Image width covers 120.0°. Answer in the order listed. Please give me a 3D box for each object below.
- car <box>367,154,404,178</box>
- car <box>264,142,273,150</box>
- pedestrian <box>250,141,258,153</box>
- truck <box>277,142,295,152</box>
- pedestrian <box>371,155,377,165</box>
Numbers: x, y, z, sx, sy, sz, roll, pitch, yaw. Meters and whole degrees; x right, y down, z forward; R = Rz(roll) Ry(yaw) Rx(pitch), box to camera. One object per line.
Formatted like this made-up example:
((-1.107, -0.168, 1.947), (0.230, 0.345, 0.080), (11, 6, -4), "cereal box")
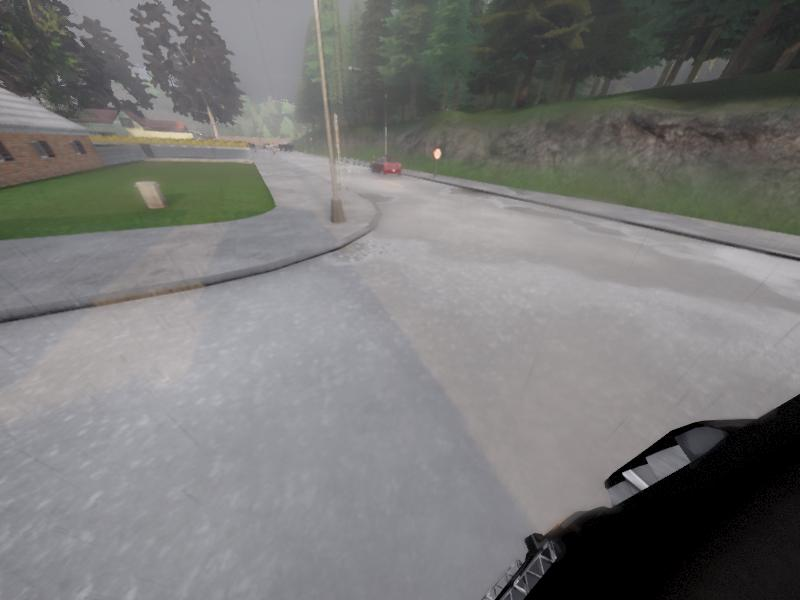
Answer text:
((-1.387, -12.094, 20.784), (1.845, 1.501, 3.633), (-15, 38, -25), "car")
((-41.683, -48.869, 73.184), (1.932, 1.855, 4.605), (-15, 38, -25), "car")
((-27.941, -29.191, 44.176), (0.751, 1.860, 0.751), (-15, 37, -25), "pedestrian")
((-30.563, -41.277, 62.296), (2.390, 2.098, 6.274), (-2, 34, -8), "truck")
((-3.337, -17.917, 29.605), (0.500, 1.100, 0.500), (-16, 38, -26), "pedestrian")
